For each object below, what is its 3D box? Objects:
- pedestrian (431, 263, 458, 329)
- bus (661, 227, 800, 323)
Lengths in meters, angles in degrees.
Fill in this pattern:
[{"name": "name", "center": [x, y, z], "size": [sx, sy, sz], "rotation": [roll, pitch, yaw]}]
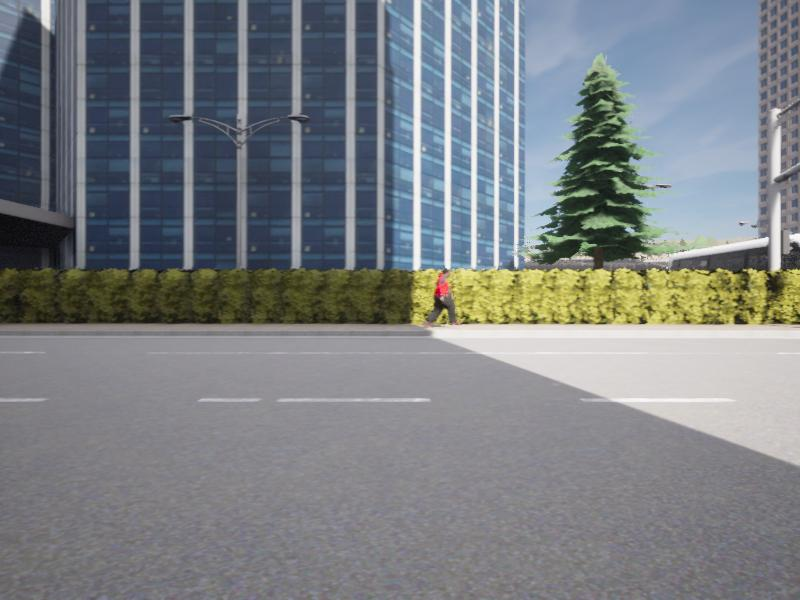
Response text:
[{"name": "pedestrian", "center": [1.292, -0.114, 11.771], "size": [0.751, 1.860, 0.751], "rotation": [0, 0, 4]}, {"name": "bus", "center": [19.809, -1.103, 22.244], "size": [3.944, 4.253, 10.273], "rotation": [0, 0, 0]}]
